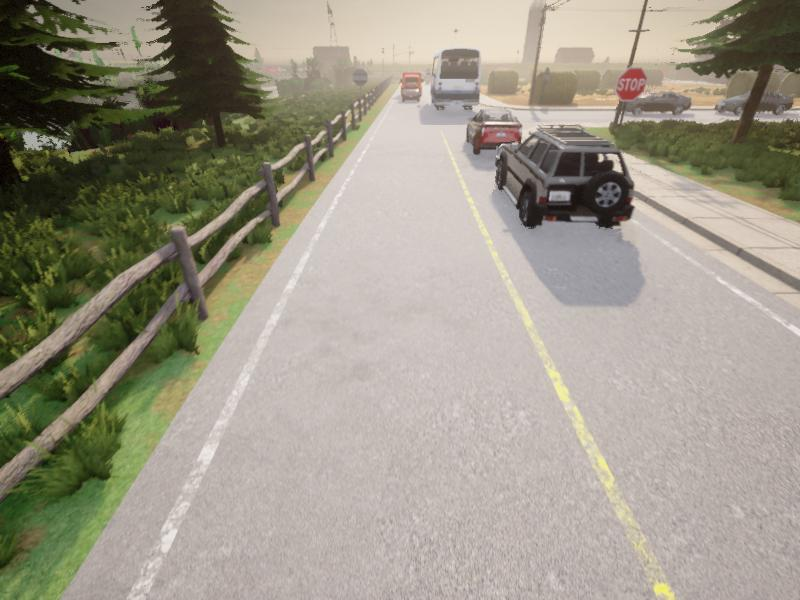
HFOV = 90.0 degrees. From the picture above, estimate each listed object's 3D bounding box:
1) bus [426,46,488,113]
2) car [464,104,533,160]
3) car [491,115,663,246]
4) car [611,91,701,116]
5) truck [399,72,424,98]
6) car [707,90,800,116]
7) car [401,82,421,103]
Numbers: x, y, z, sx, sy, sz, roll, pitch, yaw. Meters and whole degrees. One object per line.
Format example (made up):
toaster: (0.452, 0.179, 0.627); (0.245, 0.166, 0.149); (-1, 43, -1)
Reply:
bus: (4.305, -18.439, 33.352); (3.944, 4.253, 10.273); (1, 30, 1)
car: (3.885, -7.087, 16.613); (2.007, 1.525, 4.514); (2, 30, 3)
car: (3.622, -3.052, 9.365); (1.932, 1.855, 4.605); (1, 31, 1)
car: (18.448, -14.289, 29.025); (4.902, 1.511, 2.128); (-1, 30, -1)
truck: (1.321, -24.531, 45.542); (2.627, 2.467, 5.204); (1, 30, 1)
car: (25.795, -14.358, 29.143); (4.902, 1.511, 2.128); (-1, 30, -1)
car: (1.106, -20.679, 39.797); (1.851, 1.617, 3.988); (1, 30, 1)
